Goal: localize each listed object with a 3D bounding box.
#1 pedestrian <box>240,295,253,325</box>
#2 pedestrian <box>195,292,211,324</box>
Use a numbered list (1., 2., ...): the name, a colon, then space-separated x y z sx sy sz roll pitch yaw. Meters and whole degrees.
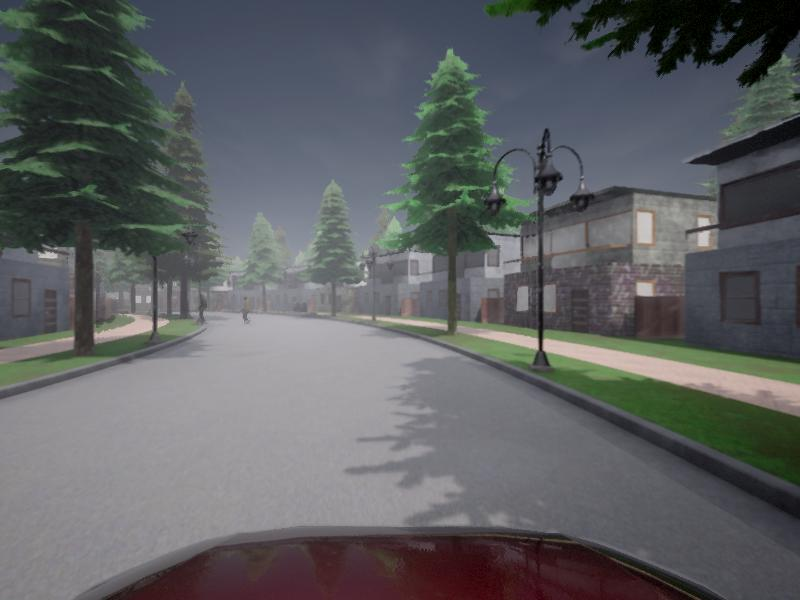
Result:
1. pedestrian: -9.930 0.632 25.870 0.751 1.860 0.751 0 0 -28
2. pedestrian: -11.933 0.480 24.215 0.751 1.860 0.751 0 0 -34
